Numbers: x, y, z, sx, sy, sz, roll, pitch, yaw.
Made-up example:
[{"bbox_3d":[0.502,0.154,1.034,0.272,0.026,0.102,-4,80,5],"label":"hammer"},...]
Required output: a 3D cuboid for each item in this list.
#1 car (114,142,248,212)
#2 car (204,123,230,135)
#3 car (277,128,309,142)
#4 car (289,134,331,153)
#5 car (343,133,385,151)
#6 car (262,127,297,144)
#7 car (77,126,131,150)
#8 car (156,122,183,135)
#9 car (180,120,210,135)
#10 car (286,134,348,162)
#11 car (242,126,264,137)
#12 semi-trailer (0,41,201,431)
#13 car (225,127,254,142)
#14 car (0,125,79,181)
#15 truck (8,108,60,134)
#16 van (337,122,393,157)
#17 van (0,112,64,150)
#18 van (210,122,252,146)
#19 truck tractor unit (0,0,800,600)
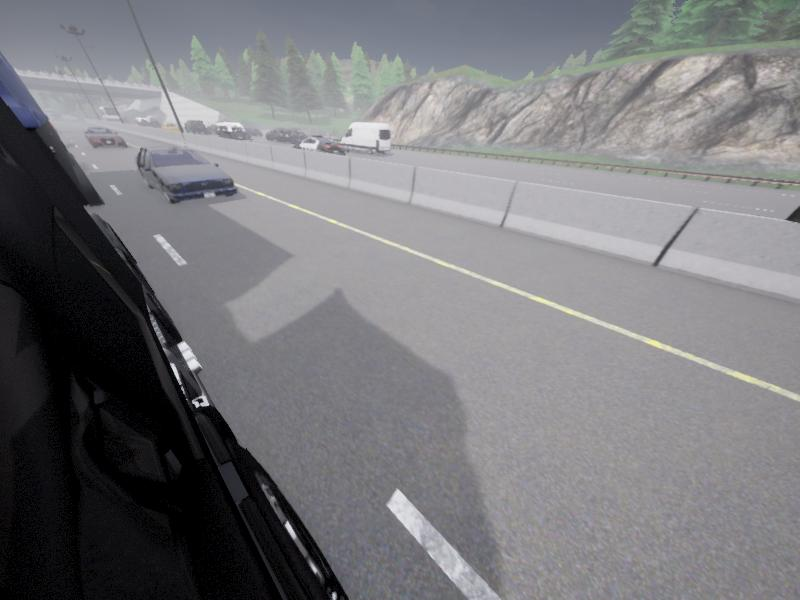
[{"bbox_3d":[-7.952,-4.656,8.302,5.357,1.411,2.033,28,43,30],"label":"car"},{"bbox_3d":[-35.247,-32.803,44.419,5.027,1.651,2.152,28,43,30],"label":"car"},{"bbox_3d":[-16.555,-25.638,35.874,4.611,1.667,2.242,28,43,30],"label":"car"},{"bbox_3d":[-9.299,-16.234,23.881,4.181,1.385,1.994,28,43,30],"label":"car"},{"bbox_3d":[-4.401,-19.134,27.988,4.902,1.511,2.128,28,43,30],"label":"car"},{"bbox_3d":[-16.990,-23.153,32.489,4.611,1.667,2.242,28,43,30],"label":"car"},{"bbox_3d":[-24.409,-13.366,19.053,4.181,1.385,1.994,28,43,30],"label":"car"},{"bbox_3d":[-40.324,-30.040,40.400,5.366,1.575,1.801,28,43,30],"label":"car"},{"bbox_3d":[-37.051,-31.216,41.803,5.566,2.045,2.150,28,43,30],"label":"car"},{"bbox_3d":[-6.682,-12.200,18.453,4.974,1.542,2.038,28,43,30],"label":"car"},{"bbox_3d":[-27.336,-31.294,42.954,3.633,1.501,1.845,28,43,30],"label":"car"},{"bbox_3d":[-8.694,-3.587,4.262,14.254,4.402,2.717,28,43,30],"label":"semi-trailer"},{"bbox_3d":[-22.500,-23.304,32.444,3.705,1.549,1.789,28,43,30],"label":"car"},{"bbox_3d":[-16.655,-6.650,10.251,4.856,1.649,2.033,28,43,30],"label":"car"},{"bbox_3d":[-47.510,-23.338,30.145,5.204,2.467,2.627,28,43,30],"label":"truck"},{"bbox_3d":[-3.623,-16.430,23.521,5.915,2.561,1.988,28,43,30],"label":"van"},{"bbox_3d":[-28.270,-12.979,17.715,4.480,2.038,2.069,29,44,30],"label":"van"},{"bbox_3d":[-19.450,-19.169,26.642,4.480,2.038,2.069,28,43,30],"label":"van"},{"bbox_3d":[-2.645,-0.295,0.351,6.516,4.208,3.053,28,44,30],"label":"truck tractor unit"}]
